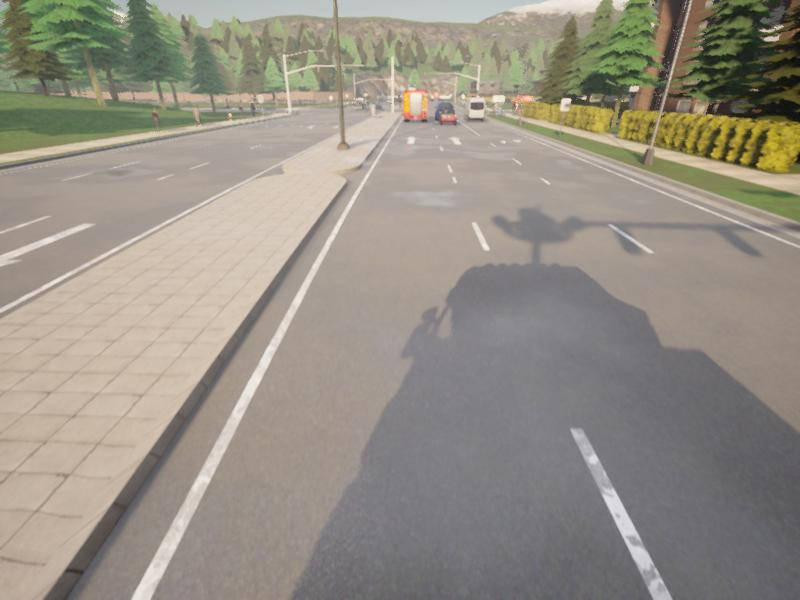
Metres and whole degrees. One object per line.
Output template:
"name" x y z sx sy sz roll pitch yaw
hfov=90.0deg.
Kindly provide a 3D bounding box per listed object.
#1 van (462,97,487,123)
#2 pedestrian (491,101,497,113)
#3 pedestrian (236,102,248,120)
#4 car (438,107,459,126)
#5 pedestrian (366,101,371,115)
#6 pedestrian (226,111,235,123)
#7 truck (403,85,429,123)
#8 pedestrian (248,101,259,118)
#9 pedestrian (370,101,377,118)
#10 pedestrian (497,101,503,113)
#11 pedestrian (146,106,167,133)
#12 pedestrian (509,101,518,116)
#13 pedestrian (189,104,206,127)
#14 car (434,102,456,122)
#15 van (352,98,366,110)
"van" 8.908 -22.994 48.275 1.988 2.561 5.915 1 27 2
"pedestrian" 16.311 -33.626 69.544 0.751 1.860 0.751 1 27 2
"pedestrian" -18.015 -21.537 45.591 0.751 1.860 0.751 0 27 -1
"car" 5.116 -19.621 42.746 1.851 1.617 3.988 1 27 2
"pedestrian" -4.707 -28.591 59.669 0.751 1.860 0.751 0 27 0
"pedestrian" -17.675 -19.071 41.659 0.500 1.100 0.500 0 27 0
"truck" 1.905 -23.598 47.993 2.891 3.827 8.468 1 27 2
"pedestrian" -17.847 -23.126 48.661 0.751 1.860 0.751 2 27 3
"pedestrian" -3.369 -24.369 51.194 0.751 1.860 0.751 2 27 3
"pedestrian" 17.264 -33.334 68.990 0.751 1.860 0.751 0 27 -1
"pedestrian" -18.920 -14.040 31.106 0.751 1.860 0.751 2 27 4
"pedestrian" 15.936 -26.913 56.249 0.751 1.860 0.751 0 27 0
"pedestrian" -18.417 -16.776 36.394 0.751 1.860 0.751 1 27 2
"car" 5.424 -23.091 48.974 2.150 2.045 5.566 1 27 2
"van" -7.939 -38.252 78.165 2.069 2.038 4.480 2 27 3
